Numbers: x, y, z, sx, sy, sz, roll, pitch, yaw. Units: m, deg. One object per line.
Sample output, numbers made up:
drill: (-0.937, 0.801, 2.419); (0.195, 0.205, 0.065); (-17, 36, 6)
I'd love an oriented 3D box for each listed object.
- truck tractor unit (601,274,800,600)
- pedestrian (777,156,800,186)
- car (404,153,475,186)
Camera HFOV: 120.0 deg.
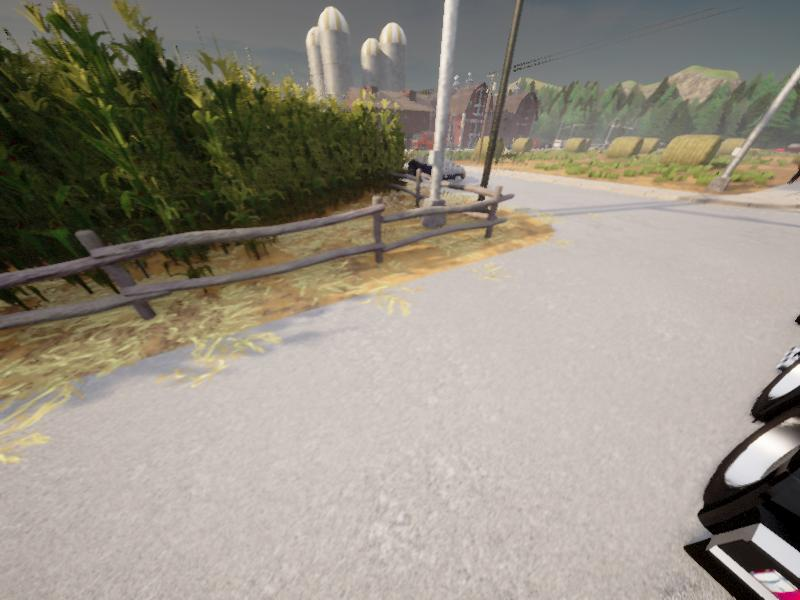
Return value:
truck tractor unit: (5.126, -0.284, 0.764); (6.516, 4.208, 3.053); (-18, 38, -23)
pedestrian: (22.961, -7.566, 13.088); (0.751, 1.860, 0.751); (-30, 45, -36)
car: (2.407, -9.005, 15.678); (2.163, 1.488, 4.792); (-18, 39, -24)
